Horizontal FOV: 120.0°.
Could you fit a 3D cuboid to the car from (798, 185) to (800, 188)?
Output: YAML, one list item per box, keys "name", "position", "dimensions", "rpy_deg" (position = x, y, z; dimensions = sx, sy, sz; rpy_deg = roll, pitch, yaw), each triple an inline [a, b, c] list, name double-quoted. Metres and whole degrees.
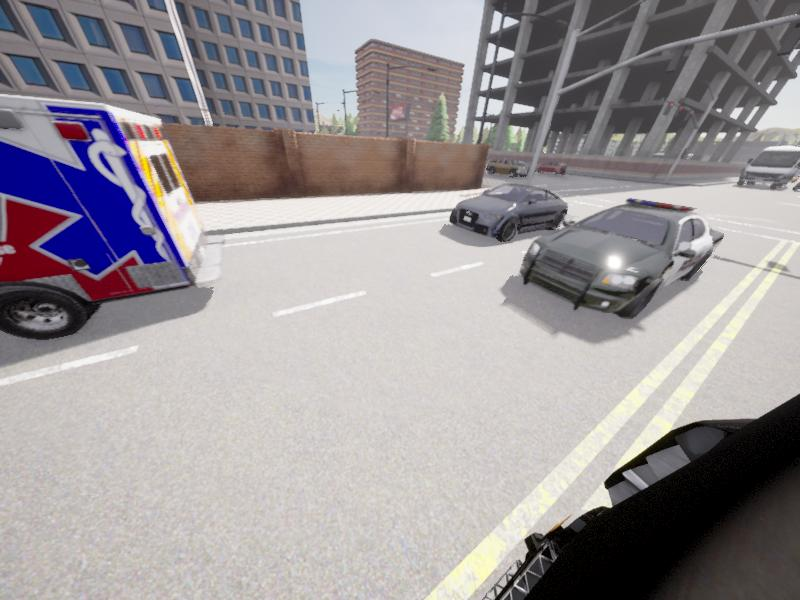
- name: "car"
  position: [58.479, -16.490, 32.327]
  dimensions: [4.902, 1.511, 2.128]
  rpy_deg: [-16, 38, -26]

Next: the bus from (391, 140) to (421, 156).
- name: "bus"
  position: [2.226, -55.165, 83.872]
  dimensions: [10.273, 4.253, 3.944]
  rpy_deg: [-16, 38, -26]

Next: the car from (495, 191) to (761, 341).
- name: "car"
  position: [4.655, -1.156, 4.737]
  dimensions: [4.974, 1.542, 2.038]
  rpy_deg: [-16, 38, -26]

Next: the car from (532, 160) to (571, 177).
- name: "car"
  position: [20.034, -17.542, 30.784]
  dimensions: [1.789, 1.549, 3.705]
  rpy_deg: [-16, 38, -26]

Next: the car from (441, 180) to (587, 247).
- name: "car"
  position: [3.746, -3.067, 7.698]
  dimensions: [4.181, 1.385, 1.994]
  rpy_deg: [-16, 38, -26]

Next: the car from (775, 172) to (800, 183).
- name: "car"
  position: [71.283, -22.386, 42.263]
  dimensions: [5.366, 1.575, 1.801]
  rpy_deg: [-16, 38, -26]

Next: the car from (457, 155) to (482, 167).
- name: "car"
  position: [12.512, -25.034, 41.588]
  dimensions: [1.970, 1.475, 3.806]
  rpy_deg: [-16, 38, -26]

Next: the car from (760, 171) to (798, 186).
- name: "car"
  position: [58.519, -18.799, 35.685]
  dimensions: [4.611, 1.667, 2.242]
  rpy_deg: [-16, 38, -26]

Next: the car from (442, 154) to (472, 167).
- name: "car"
  position: [9.714, -24.014, 39.682]
  dimensions: [2.033, 1.649, 4.856]
  rpy_deg: [-16, 38, -26]

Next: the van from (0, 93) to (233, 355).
- name: "van"
  position: [-5.963, -0.734, 2.421]
  dimensions: [6.366, 2.431, 2.351]
  rpy_deg: [-16, 38, -26]

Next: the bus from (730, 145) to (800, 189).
- name: "bus"
  position: [47.611, -16.662, 29.246]
  dimensions: [10.273, 4.253, 3.944]
  rpy_deg: [-15, 37, -27]

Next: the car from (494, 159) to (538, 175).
- name: "car"
  position: [15.551, -18.125, 31.334]
  dimensions: [2.128, 1.511, 4.902]
  rpy_deg: [-16, 38, -26]

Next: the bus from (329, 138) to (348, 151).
- name: "bus"
  position: [-25.424, -64.118, 95.201]
  dimensions: [3.944, 4.253, 10.273]
  rpy_deg: [-16, 38, -26]

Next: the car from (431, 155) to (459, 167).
- name: "car"
  position: [7.161, -22.607, 37.509]
  dimensions: [1.812, 1.442, 4.674]
  rpy_deg: [-16, 38, -26]

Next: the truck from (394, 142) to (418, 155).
- name: "truck"
  position: [2.276, -57.152, 87.273]
  dimensions: [8.468, 3.827, 2.891]
  rpy_deg: [-16, 38, -26]

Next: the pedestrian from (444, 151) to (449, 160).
- name: "pedestrian"
  position: [11.332, -35.255, 56.307]
  dimensions: [0.751, 1.860, 0.751]
  rpy_deg: [-20, 40, -31]

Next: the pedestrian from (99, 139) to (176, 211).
- name: "pedestrian"
  position: [-7.971, -3.835, 7.151]
  dimensions: [0.751, 1.860, 0.751]
  rpy_deg: [-12, 36, -22]

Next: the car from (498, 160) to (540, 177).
- name: "car"
  position: [14.081, -15.703, 27.580]
  dimensions: [1.970, 1.475, 3.806]
  rpy_deg: [-16, 38, -26]

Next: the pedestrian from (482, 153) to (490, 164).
- name: "pedestrian"
  position: [17.400, -28.646, 46.785]
  dimensions: [0.751, 1.860, 0.751]
  rpy_deg: [-27, 44, -37]

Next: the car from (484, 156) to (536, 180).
- name: "car"
  position: [11.725, -14.373, 25.005]
  dimensions: [1.932, 1.855, 4.605]
  rpy_deg: [-15, 38, -25]

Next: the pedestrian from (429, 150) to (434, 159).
- name: "pedestrian"
  position: [8.037, -36.644, 58.145]
  dimensions: [0.751, 1.860, 0.751]
  rpy_deg: [-12, 36, -21]

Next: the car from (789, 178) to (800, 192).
- name: "car"
  position: [46.760, -13.166, 26.311]
  dimensions: [3.705, 1.549, 1.789]
  rpy_deg: [-16, 38, -26]

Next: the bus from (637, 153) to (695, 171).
- name: "bus"
  position: [81.724, -42.687, 71.291]
  dimensions: [3.944, 4.253, 10.273]
  rpy_deg: [-16, 38, -26]
